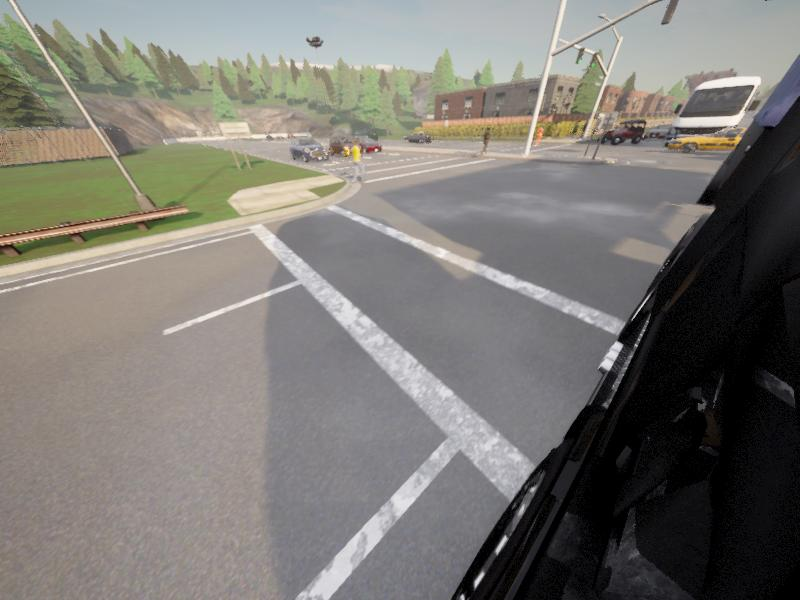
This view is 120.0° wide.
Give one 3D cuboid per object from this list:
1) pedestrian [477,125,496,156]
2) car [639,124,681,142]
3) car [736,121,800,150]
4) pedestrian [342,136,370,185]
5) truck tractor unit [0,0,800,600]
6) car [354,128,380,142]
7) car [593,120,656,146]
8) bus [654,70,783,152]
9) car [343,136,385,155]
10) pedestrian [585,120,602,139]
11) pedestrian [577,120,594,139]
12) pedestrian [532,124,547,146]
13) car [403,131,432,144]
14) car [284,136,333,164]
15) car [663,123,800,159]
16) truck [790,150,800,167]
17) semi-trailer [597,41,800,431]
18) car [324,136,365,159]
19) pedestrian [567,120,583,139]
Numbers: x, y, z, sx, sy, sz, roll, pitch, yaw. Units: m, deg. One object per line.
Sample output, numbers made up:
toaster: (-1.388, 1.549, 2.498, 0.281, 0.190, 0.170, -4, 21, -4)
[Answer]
pedestrian: (6.560, -12.083, 17.513, 0.751, 1.860, 0.751, -28, 44, -30)
car: (28.675, -18.468, 25.492, 4.181, 1.385, 1.994, -26, 43, -28)
car: (27.735, -12.472, 17.440, 4.902, 1.511, 2.128, -28, 44, -30)
pedestrian: (-2.021, -6.511, 10.820, 0.751, 1.860, 0.751, -30, 45, -32)
truck tractor unit: (2.645, -0.295, 0.351, 6.516, 4.208, 3.053, -28, 44, -30)
car: (-6.653, -33.125, 46.410, 2.150, 2.045, 5.566, -28, 44, -30)
car: (21.879, -16.387, 22.664, 3.866, 1.878, 1.905, -8, 37, -8)
bus: (26.192, -15.427, 19.168, 10.273, 4.253, 3.944, -29, 44, -29)
car: (-3.964, -16.816, 25.012, 2.163, 1.488, 4.792, -27, 44, -29)
pedestrian: (23.487, -20.717, 28.073, 0.751, 1.860, 0.751, -24, 42, -26)
pedestrian: (22.507, -20.684, 28.084, 0.751, 1.860, 0.751, -3, 37, -1)
pedestrian: (14.983, -17.688, 24.779, 0.751, 1.860, 0.751, 24, 44, 31)
car: (2.570, -24.138, 34.405, 3.806, 1.475, 1.970, 23, 44, 30)
car: (-8.043, -13.190, 20.147, 2.097, 1.767, 4.553, -27, 44, -29)
car: (20.978, -10.137, 14.646, 1.801, 1.575, 5.366, -27, 43, -29)
truck: (21.561, -6.750, 9.376, 2.627, 2.467, 5.204, -27, 44, -29)
semi-trailer: (8.707, -3.586, 4.237, 14.254, 4.402, 2.717, -28, 44, -30)
car: (-5.262, -14.465, 21.846, 1.851, 1.617, 3.988, -27, 44, -29)
pedestrian: (22.013, -21.415, 29.084, 0.751, 1.860, 0.751, -27, 43, -29)
